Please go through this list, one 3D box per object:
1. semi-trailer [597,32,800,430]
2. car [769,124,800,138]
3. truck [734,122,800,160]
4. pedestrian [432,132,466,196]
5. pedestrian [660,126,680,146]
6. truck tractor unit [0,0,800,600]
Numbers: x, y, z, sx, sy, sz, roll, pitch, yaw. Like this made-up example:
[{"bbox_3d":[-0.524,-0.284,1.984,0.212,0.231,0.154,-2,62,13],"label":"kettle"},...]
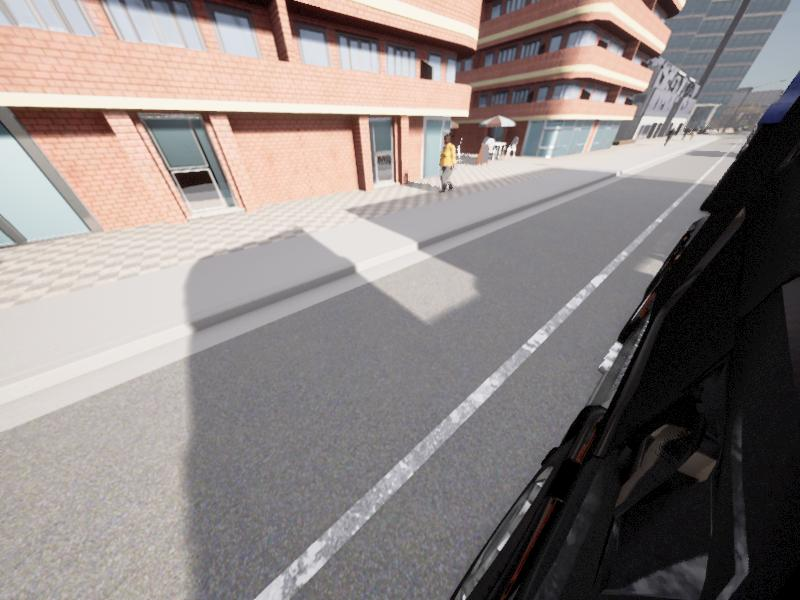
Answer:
[{"bbox_3d":[8.796,-3.450,4.256,14.254,4.402,2.717,-26,43,-30],"label":"semi-trailer"},{"bbox_3d":[67.012,-29.375,40.081,1.905,1.878,3.866,25,44,32],"label":"car"},{"bbox_3d":[28.182,-12.130,17.506,6.274,2.098,2.390,-26,43,-30],"label":"truck"},{"bbox_3d":[1.687,-4.813,8.226,0.751,1.860,0.751,-12,37,-15],"label":"pedestrian"},{"bbox_3d":[30.763,-18.684,26.330,0.751,1.860,0.751,-30,45,-33],"label":"pedestrian"},{"bbox_3d":[2.645,-0.295,0.351,6.516,4.208,3.053,-28,44,-30],"label":"truck tractor unit"}]
